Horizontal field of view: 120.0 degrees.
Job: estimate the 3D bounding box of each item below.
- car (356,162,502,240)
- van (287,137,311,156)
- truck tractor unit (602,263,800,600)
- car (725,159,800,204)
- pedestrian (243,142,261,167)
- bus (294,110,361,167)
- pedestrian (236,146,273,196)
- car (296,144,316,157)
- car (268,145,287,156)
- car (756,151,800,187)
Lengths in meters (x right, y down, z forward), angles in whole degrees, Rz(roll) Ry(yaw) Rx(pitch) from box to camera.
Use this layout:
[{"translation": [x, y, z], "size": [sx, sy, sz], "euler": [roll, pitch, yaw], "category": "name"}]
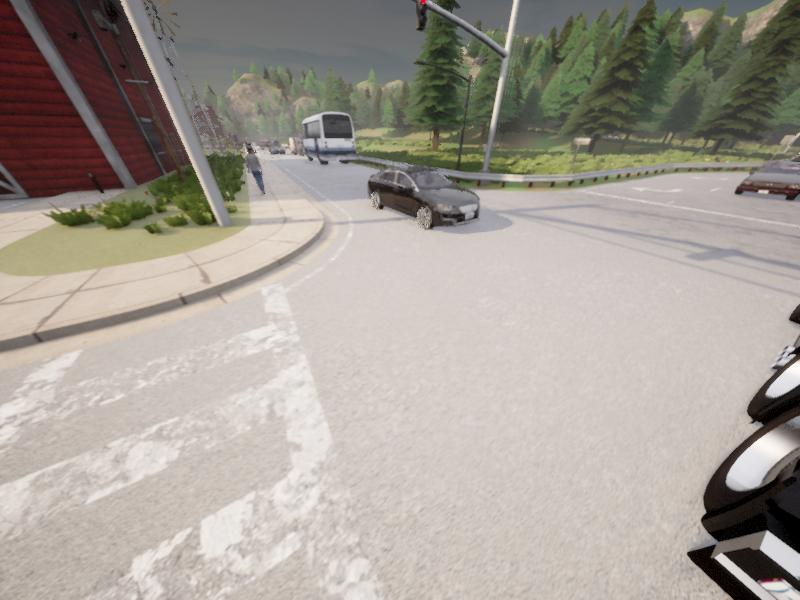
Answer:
[{"translation": [0.600, -3.769, 8.104], "size": [2.128, 1.511, 4.902], "euler": [-22, 40, -28], "category": "car"}, {"translation": [-17.661, -26.706, 40.072], "size": [2.351, 2.431, 6.366], "euler": [-18, 39, -24], "category": "van"}, {"translation": [5.115, -0.294, 0.796], "size": [6.516, 4.208, 3.053], "euler": [-18, 39, -24], "category": "truck tractor unit"}, {"translation": [19.120, -6.077, 11.566], "size": [5.357, 1.411, 2.033], "euler": [-18, 39, -24], "category": "car"}, {"translation": [-13.306, -13.084, 20.768], "size": [0.751, 1.860, 0.751], "euler": [-18, 39, -24], "category": "pedestrian"}, {"translation": [-8.287, -17.617, 25.502], "size": [3.944, 4.253, 10.273], "euler": [-18, 38, -24], "category": "bus"}, {"translation": [-6.333, -5.664, 10.176], "size": [0.751, 1.860, 0.751], "euler": [-9, 36, -13], "category": "pedestrian"}, {"translation": [-14.598, -23.166, 35.801], "size": [1.845, 1.501, 3.633], "euler": [-17, 39, -24], "category": "car"}, {"translation": [-20.052, -24.430, 37.724], "size": [1.994, 1.385, 4.181], "euler": [-19, 39, -25], "category": "car"}, {"translation": [25.281, -8.205, 14.403], "size": [4.611, 1.667, 2.242], "euler": [-18, 39, -24], "category": "car"}]
